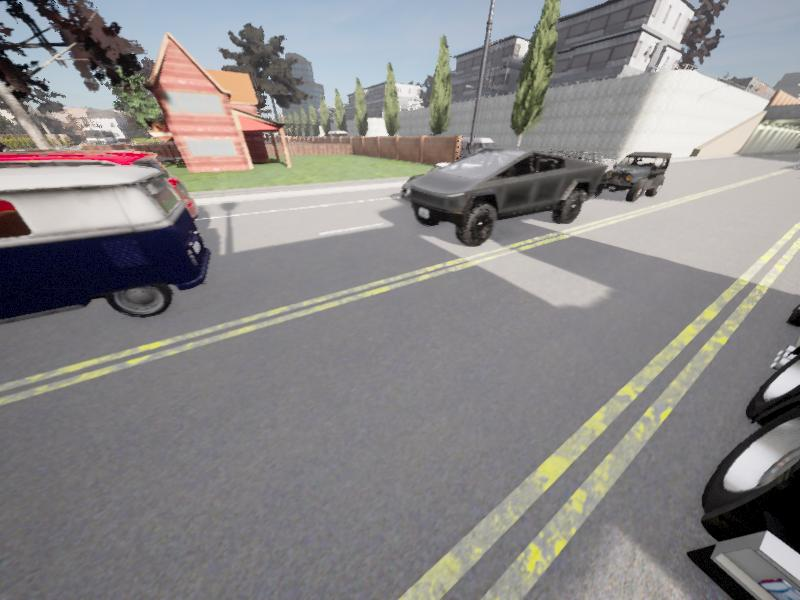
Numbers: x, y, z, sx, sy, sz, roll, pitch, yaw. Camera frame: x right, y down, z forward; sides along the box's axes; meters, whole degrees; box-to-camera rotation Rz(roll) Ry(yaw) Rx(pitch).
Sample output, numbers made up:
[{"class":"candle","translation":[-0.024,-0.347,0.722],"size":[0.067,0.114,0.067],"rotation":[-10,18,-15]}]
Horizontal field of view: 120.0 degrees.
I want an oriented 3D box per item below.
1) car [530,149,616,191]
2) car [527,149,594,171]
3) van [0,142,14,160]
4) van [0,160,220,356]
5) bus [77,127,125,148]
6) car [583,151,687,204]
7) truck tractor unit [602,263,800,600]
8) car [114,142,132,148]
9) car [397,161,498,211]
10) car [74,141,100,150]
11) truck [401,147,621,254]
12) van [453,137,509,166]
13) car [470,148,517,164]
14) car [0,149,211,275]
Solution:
[{"class":"car","translation":[10.316,-7.875,13.816],"size":[4.605,1.855,1.932],"rotation":[-20,40,-27]},{"class":"car","translation":[15.961,-14.188,23.285],"size":[2.128,1.511,4.902],"rotation":[-18,39,-25]},{"class":"van","translation":[-48.666,-17.484,26.920],"size":[1.775,1.987,4.442],"rotation":[-21,40,-28]},{"class":"van","translation":[-5.467,-0.557,3.023],"size":[4.442,1.987,1.775],"rotation":[-18,39,-25]},{"class":"bus","translation":[-78.642,-42.862,61.130],"size":[3.944,4.253,10.273],"rotation":[-19,39,-26]},{"class":"car","translation":[11.266,-6.033,11.165],"size":[3.866,1.878,1.905],"rotation":[-19,39,-26]},{"class":"truck tractor unit","translation":[5.114,-0.296,0.794],"size":[6.516,4.208,3.053],"rotation":[-18,39,-24]},{"class":"car","translation":[-75.531,-42.420,63.115],"size":[1.895,1.301,4.718],"rotation":[-19,39,-26]},{"class":"car","translation":[2.009,-5.107,10.097],"size":[3.806,1.475,1.970],"rotation":[-18,39,-25]},{"class":"car","translation":[-72.659,-36.027,53.739],"size":[1.801,1.575,5.366],"rotation":[-19,39,-26]},{"class":"truck","translation":[3.348,-3.425,7.147],"size":[6.274,2.098,2.390],"rotation":[-17,39,-24]},{"class":"van","translation":[9.125,-17.342,26.852],"size":[1.988,2.561,5.915],"rotation":[-18,39,-25]},{"class":"car","translation":[11.689,-18.311,29.274],"size":[2.033,1.411,5.357],"rotation":[-18,39,-25]},{"class":"car","translation":[-8.070,-2.033,5.068],"size":[5.566,2.045,2.150],"rotation":[-18,39,-24]}]
